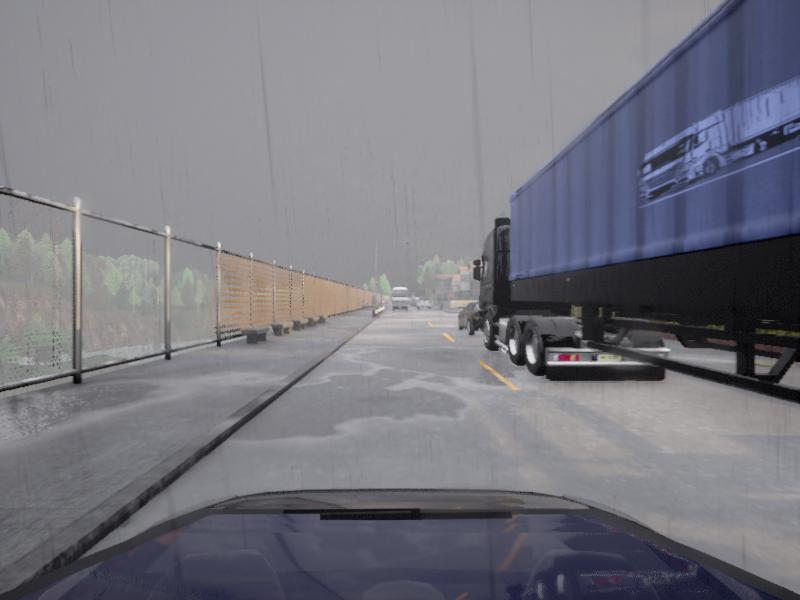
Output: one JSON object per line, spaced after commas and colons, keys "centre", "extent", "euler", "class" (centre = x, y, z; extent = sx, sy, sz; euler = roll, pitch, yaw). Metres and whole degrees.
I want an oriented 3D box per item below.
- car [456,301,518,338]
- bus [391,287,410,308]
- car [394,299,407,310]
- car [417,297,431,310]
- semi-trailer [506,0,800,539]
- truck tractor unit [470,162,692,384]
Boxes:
{"centre": [4.008, 0.815, 19.229], "extent": [1.882, 1.535, 5.008], "euler": [0, 0, 0], "class": "car"}
{"centre": [0.156, -0.574, 87.205], "extent": [3.944, 4.253, 10.273], "euler": [0, 0, 0], "class": "bus"}
{"centre": [0.027, 0.753, 66.238], "extent": [2.033, 1.649, 4.856], "euler": [0, 0, 0], "class": "car"}
{"centre": [4.011, 0.542, 68.332], "extent": [2.150, 2.045, 5.566], "euler": [0, 0, 1], "class": "car"}
{"centre": [4.004, -0.621, 2.908], "extent": [2.717, 4.402, 14.254], "euler": [0, 0, 0], "class": "semi-trailer"}
{"centre": [4.004, -0.502, 10.828], "extent": [3.053, 4.208, 6.516], "euler": [0, 0, 0], "class": "truck tractor unit"}
